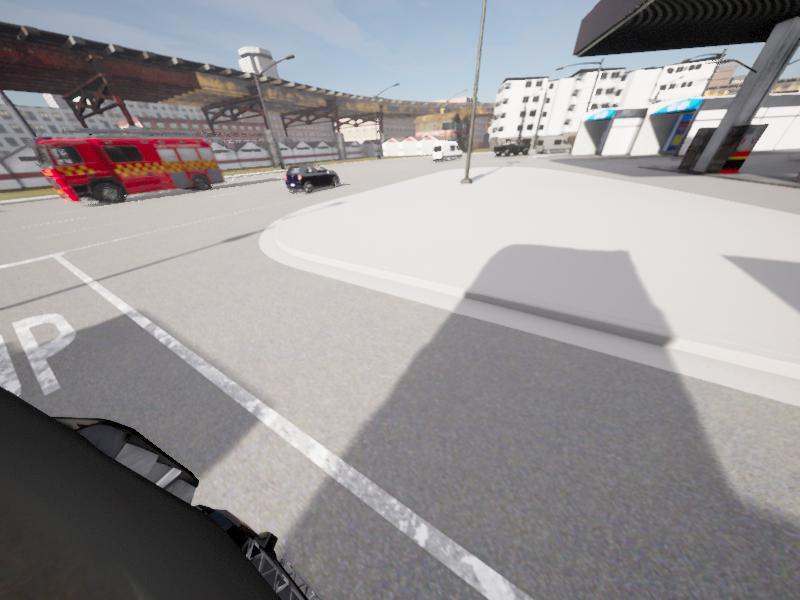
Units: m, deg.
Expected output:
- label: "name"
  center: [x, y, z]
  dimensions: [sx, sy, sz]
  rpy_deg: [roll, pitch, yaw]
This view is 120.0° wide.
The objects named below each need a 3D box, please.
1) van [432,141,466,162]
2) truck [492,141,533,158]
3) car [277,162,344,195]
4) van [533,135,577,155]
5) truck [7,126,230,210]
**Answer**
- label: "van"
  center: [7.833, -23.827, 37.026]
  dimensions: [5.915, 2.561, 1.988]
  rpy_deg: [-29, 41, -34]
- label: "truck"
  center: [19.022, -25.592, 39.209]
  dimensions: [6.274, 2.098, 2.390]
  rpy_deg: [-16, 36, -19]
- label: "car"
  center: [-5.743, -8.179, 15.386]
  dimensions: [1.845, 1.501, 3.633]
  rpy_deg: [15, 38, 26]
- label: "van"
  center: [27.149, -27.169, 40.551]
  dimensions: [5.915, 2.561, 1.988]
  rpy_deg: [-7, 34, -6]
- label: "truck"
  center: [-17.534, -9.178, 15.742]
  dimensions: [2.891, 3.827, 8.468]
  rpy_deg: [16, 38, 26]
